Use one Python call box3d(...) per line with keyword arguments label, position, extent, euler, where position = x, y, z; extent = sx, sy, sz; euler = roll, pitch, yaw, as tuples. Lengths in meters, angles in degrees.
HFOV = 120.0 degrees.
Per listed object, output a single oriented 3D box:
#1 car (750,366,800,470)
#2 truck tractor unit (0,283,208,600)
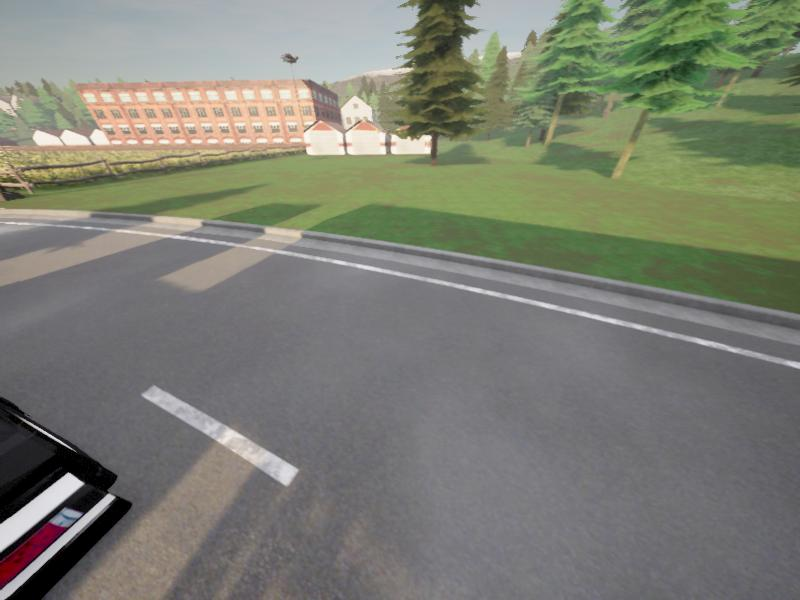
box3d(label="car", position=(5.164, 1.408, 0.247), extent=(4.605, 1.855, 1.932), euler=(18, 38, 25))
box3d(label="truck tractor unit", position=(-5.262, -0.111, 0.536), extent=(6.516, 4.208, 3.053), euler=(11, 37, 16))
